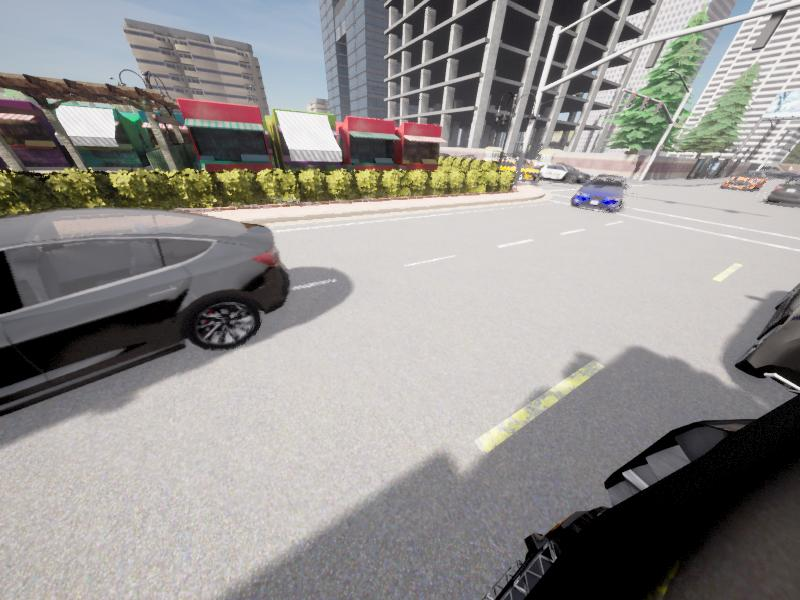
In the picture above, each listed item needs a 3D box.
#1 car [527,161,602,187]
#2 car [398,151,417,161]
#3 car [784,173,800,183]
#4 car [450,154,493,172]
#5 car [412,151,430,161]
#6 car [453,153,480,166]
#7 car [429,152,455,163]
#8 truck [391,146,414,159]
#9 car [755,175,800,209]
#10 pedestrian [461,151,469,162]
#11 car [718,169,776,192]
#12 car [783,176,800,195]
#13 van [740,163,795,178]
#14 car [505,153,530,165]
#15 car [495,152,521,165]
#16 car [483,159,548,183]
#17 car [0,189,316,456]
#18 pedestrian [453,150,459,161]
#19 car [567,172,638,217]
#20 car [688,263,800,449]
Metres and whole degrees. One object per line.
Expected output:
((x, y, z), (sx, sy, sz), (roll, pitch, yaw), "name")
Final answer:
((14.716, -11.564, 21.028), (2.038, 1.542, 4.974), (-16, 38, -26), "car")
((1.418, -28.809, 46.124), (1.994, 1.385, 4.181), (-16, 38, -26), "car")
((70.638, -21.717, 40.966), (4.718, 1.301, 1.895), (-15, 38, -25), "car")
((8.919, -17.454, 29.353), (1.930, 1.638, 5.238), (-16, 38, -26), "car")
((4.333, -29.866, 47.775), (1.789, 1.549, 3.705), (-16, 38, -26), "car")
((10.933, -23.236, 38.251), (1.851, 1.617, 3.988), (-16, 38, -26), "car")
((7.668, -26.490, 42.963), (1.882, 1.535, 5.008), (-16, 38, -26), "car")
((0.514, -33.953, 53.144), (2.390, 2.098, 6.274), (-16, 38, -26), "truck")
((27.329, -6.857, 14.858), (4.611, 1.667, 2.242), (3, 34, 1), "car")
((12.687, -28.014, 45.039), (0.751, 1.860, 0.751), (-20, 40, -30), "pedestrian")
((35.164, -12.200, 23.435), (4.553, 1.767, 2.097), (-15, 38, -25), "car")
((39.911, -11.157, 22.504), (4.892, 1.490, 1.837), (-15, 38, -25), "car")
((82.663, -29.228, 52.061), (1.988, 2.561, 5.915), (-15, 38, -25), "van")
((23.686, -28.529, 46.717), (1.905, 1.878, 3.866), (-15, 38, -25), "car")
((21.124, -27.825, 45.456), (1.905, 1.878, 3.866), (-15, 38, -25), "car")
((10.412, -11.980, 21.315), (1.882, 1.535, 5.008), (-16, 38, -26), "car")
((-3.687, 0.062, 2.231), (4.792, 1.488, 2.163), (-25, 43, -36), "car")
((11.357, -29.291, 46.860), (0.751, 1.860, 0.751), (-13, 37, -22), "pedestrian")
((10.261, -5.451, 11.624), (1.816, 1.474, 4.193), (30, 42, 34), "car")
((6.039, 0.332, 2.552), (4.902, 1.511, 2.128), (-15, 38, -25), "car")
